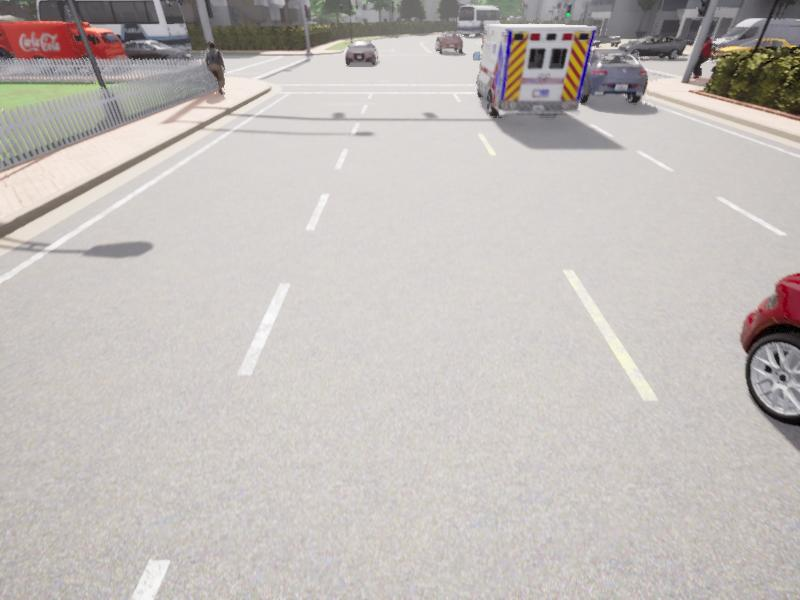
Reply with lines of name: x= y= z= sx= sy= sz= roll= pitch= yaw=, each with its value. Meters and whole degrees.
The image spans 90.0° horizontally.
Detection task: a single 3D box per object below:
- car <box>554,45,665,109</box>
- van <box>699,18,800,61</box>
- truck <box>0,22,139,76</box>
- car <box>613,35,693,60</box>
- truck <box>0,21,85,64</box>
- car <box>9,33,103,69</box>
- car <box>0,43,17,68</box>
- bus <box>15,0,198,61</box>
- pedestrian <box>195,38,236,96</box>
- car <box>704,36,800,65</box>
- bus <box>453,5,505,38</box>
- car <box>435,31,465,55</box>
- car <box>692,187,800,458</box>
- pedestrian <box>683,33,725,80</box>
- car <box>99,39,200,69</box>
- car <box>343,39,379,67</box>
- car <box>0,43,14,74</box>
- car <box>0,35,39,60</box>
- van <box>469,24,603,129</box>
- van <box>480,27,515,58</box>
car: x=7.882 y=-8.899 z=15.741 sx=2.152 sy=1.651 sz=5.027 roll=3 pitch=35 yaw=4
van: x=26.460 y=-19.430 z=29.831 sx=5.915 sy=2.561 sz=1.988 roll=1 pitch=35 yaw=2
truck: x=-18.552 y=-14.232 z=22.660 sx=5.204 sy=2.467 sz=2.627 roll=1 pitch=35 yaw=2
car: x=19.058 y=-19.143 z=30.327 sx=4.514 sy=1.525 sz=2.007 roll=1 pitch=35 yaw=2
truck: x=-26.553 y=-18.422 z=28.633 sx=5.204 sy=2.467 sz=2.627 roll=1 pitch=35 yaw=2
car: x=-22.037 y=-16.079 z=25.795 sx=3.866 sy=1.878 sz=1.905 roll=1 pitch=35 yaw=2
car: x=-28.508 y=-15.965 z=26.171 sx=4.718 sy=1.301 sz=1.895 roll=1 pitch=35 yaw=2
bus: x=-22.109 y=-21.012 z=30.747 sx=10.273 sy=4.253 sz=3.944 roll=1 pitch=35 yaw=2
pedestrian: x=-6.948 y=-8.812 z=15.156 sx=0.751 sy=1.860 sz=0.751 roll=0 pitch=35 yaw=1
car: x=24.373 y=-17.040 z=27.278 sx=5.366 sy=1.575 sz=1.801 roll=2 pitch=35 yaw=2
bus: x=13.556 y=-47.436 z=68.143 sx=3.944 sy=4.253 sz=10.273 roll=22 pitch=41 yaw=29
car: x=4.502 y=-23.722 z=36.790 sx=2.152 sy=1.651 sz=5.027 roll=0 pitch=35 yaw=0
car: x=3.826 y=1.195 z=1.499 sx=1.882 sy=1.535 sz=5.008 roll=0 pitch=35 yaw=1
pedestrian: x=14.205 y=-11.409 z=18.769 sx=0.751 sy=1.860 sz=0.751 roll=4 pitch=35 yaw=6
car: x=-15.966 y=-15.806 z=25.718 sx=4.902 sy=1.511 sz=2.128 roll=1 pitch=35 yaw=2
car: x=-2.607 y=-17.141 z=27.693 sx=1.994 sy=1.385 sz=4.181 roll=1 pitch=35 yaw=1
car: x=-25.903 y=-13.977 z=23.169 sx=4.892 sy=1.490 sz=1.837 roll=1 pitch=35 yaw=2
car: x=-32.521 y=-20.194 z=31.940 sx=5.366 sy=1.575 sz=1.801 roll=1 pitch=35 yaw=2
van: x=4.003 y=-7.746 z=13.416 sx=2.351 sy=2.431 sz=6.366 roll=0 pitch=35 yaw=1
van: x=8.014 y=-21.462 z=33.255 sx=1.775 sy=1.987 sz=4.442 roll=0 pitch=35 yaw=0
